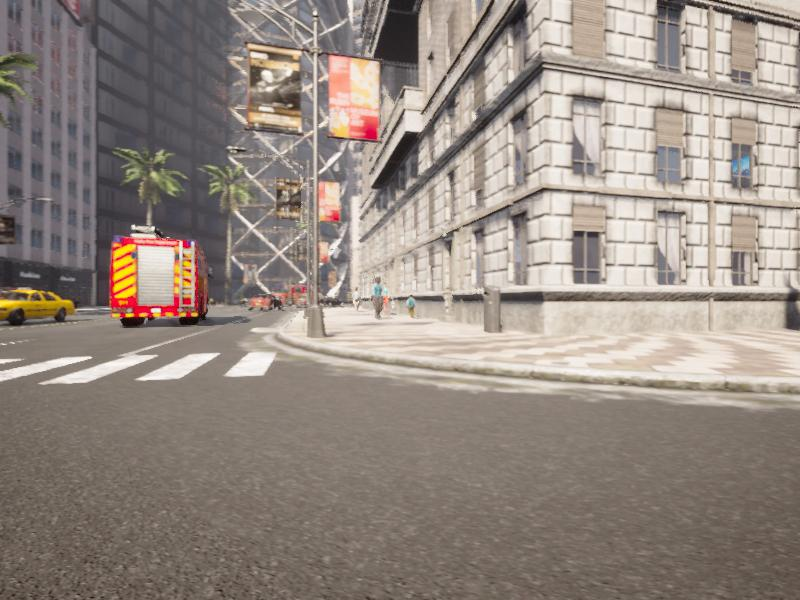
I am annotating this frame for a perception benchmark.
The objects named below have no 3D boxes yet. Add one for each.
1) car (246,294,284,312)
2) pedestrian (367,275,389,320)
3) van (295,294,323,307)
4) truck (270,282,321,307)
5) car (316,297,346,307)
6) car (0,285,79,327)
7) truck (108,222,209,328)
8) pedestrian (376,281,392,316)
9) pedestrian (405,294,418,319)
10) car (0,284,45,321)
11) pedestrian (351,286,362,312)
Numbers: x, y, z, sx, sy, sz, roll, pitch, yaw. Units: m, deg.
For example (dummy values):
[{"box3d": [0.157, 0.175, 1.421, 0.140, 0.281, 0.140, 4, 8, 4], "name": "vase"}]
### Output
[{"box3d": [-13.133, 0.245, 39.206, 2.152, 1.651, 5.027, 0, 0, -2], "name": "car"}, {"box3d": [-0.945, -0.086, 16.973, 0.751, 1.860, 0.751, 0, 0, -17], "name": "pedestrian"}, {"box3d": [-14.185, 0.100, 62.633, 1.775, 1.987, 4.442, 0, 0, 29], "name": "van"}, {"box3d": [-16.909, -0.817, 65.317, 2.891, 3.827, 8.468, 0, 0, 31], "name": "truck"}, {"box3d": [-10.547, 0.344, 61.766, 1.837, 1.490, 4.892, 0, -1, 30], "name": "car"}, {"box3d": [-16.351, 0.232, 17.219, 1.801, 1.575, 5.366, 0, 0, -13], "name": "car"}, {"box3d": [-10.801, -0.888, 18.819, 2.891, 3.827, 8.468, 0, 0, -23], "name": "truck"}, {"box3d": [-0.850, -0.078, 21.728, 0.751, 1.860, 0.751, 0, 0, -12], "name": "pedestrian"}, {"box3d": [0.519, 0.296, 18.142, 0.500, 1.100, 0.500, 0, 0, -6], "name": "pedestrian"}, {"box3d": [-20.652, 0.130, 20.249, 2.097, 1.767, 4.553, 0, 0, -13], "name": "car"}, {"box3d": [-3.222, -0.066, 29.528, 0.751, 1.860, 0.751, 0, 0, -14], "name": "pedestrian"}]
